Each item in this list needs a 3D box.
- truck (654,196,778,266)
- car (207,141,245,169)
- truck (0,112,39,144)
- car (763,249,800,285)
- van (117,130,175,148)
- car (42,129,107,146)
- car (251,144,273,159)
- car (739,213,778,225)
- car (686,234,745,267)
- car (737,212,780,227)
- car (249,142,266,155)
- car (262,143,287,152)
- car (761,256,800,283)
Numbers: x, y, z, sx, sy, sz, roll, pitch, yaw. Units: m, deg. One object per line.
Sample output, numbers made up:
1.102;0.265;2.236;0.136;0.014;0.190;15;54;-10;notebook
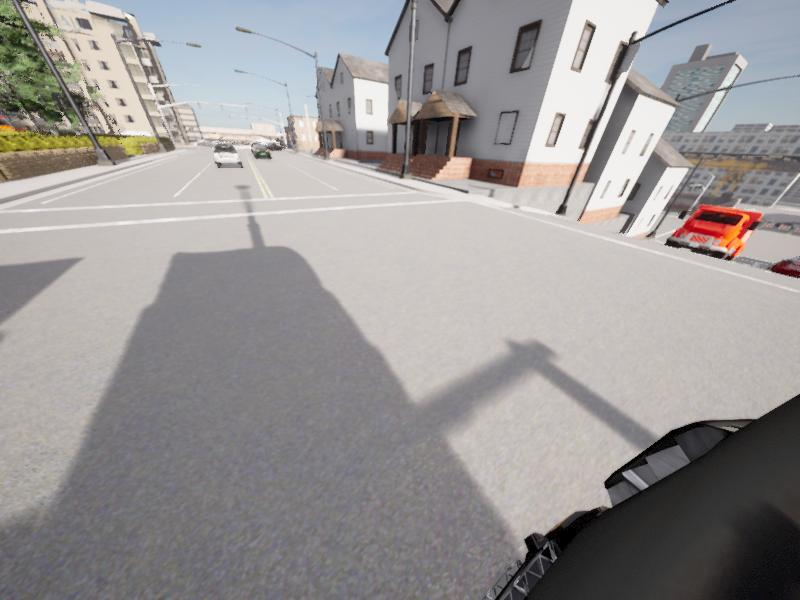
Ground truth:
16.878;-3.570;12.490;5.204;2.467;2.627;-3;31;-34;truck
-14.916;-12.567;19.970;1.932;1.855;4.605;-16;38;-26;car
-62.298;-25.640;34.142;8.468;3.827;2.891;-15;37;-24;truck
22.346;-1.619;12.739;4.181;1.385;1.994;-3;31;-33;car
-46.171;-29.400;42.310;6.366;2.431;2.351;-15;38;-25;van
-54.030;-27.109;38.603;5.566;2.045;2.150;-15;38;-25;car
-19.272;-20.708;32.177;2.038;1.542;4.974;-16;38;-26;car
74.136;-16.895;47.858;1.853;1.218;4.536;10;34;10;car
22.613;-3.493;16.531;4.193;1.474;1.816;-3;31;-33;car
74.117;-16.737;47.903;2.038;1.542;4.974;10;34;10;car
-24.532;-26.033;39.689;1.851;1.617;3.988;-16;38;-26;car
-27.249;-33.103;50.209;1.812;1.442;4.674;13;35;15;car
39.302;-3.231;23.533;4.605;1.855;1.932;-9;35;-31;car
